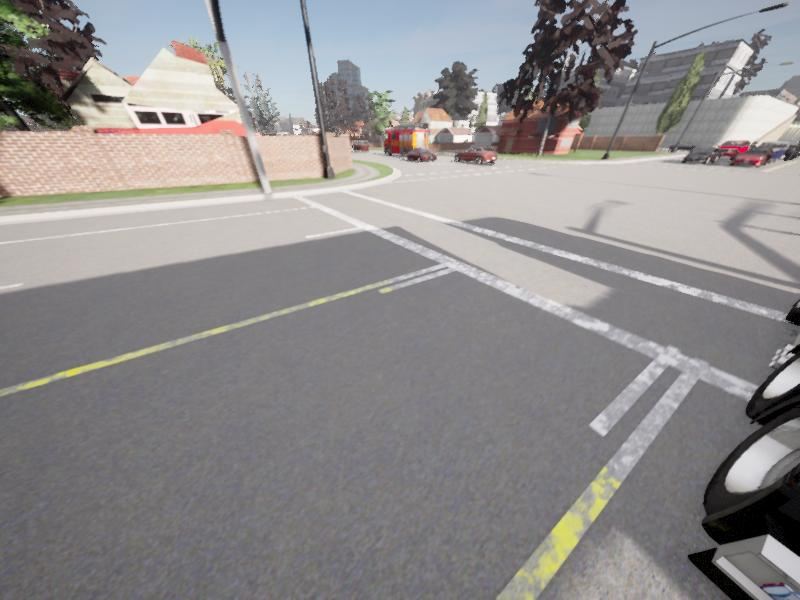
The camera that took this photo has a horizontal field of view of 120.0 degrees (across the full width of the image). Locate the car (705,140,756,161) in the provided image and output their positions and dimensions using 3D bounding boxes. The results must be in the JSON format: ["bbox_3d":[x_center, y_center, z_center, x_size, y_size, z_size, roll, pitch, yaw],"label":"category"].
[{"bbox_3d":[41.288,-18.755,28.876,5.566,2.045,2.150,-18,39,-24],"label":"car"}]

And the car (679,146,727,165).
[{"bbox_3d":[32.754,-15.643,24.969,4.892,1.490,1.837,-19,39,-25],"label":"car"}]

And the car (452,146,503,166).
[{"bbox_3d":[8.413,-16.046,25.593,2.152,1.651,5.027,-20,39,-25],"label":"car"}]

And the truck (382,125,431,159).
[{"bbox_3d":[0.721,-23.918,34.936,2.891,3.827,8.468,-20,39,-25],"label":"truck"}]

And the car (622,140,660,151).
[{"bbox_3d":[49.403,-31.726,47.467,1.932,1.855,4.605,-19,39,-25],"label":"car"}]

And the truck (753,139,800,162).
[{"bbox_3d":[46.229,-18.118,27.886,6.274,2.098,2.390,-18,39,-24],"label":"truck"}]

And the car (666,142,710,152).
[{"bbox_3d":[55.588,-29.607,44.722,2.128,1.511,4.902,-19,39,-25],"label":"car"}]

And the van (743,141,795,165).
[{"bbox_3d":[39.589,-15.854,24.801,4.442,1.987,1.775,-19,39,-25],"label":"van"}]

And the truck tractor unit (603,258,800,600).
[{"bbox_3d":[5.099,-0.312,0.798,6.516,4.208,3.053,-19,39,-25],"label":"truck tractor unit"}]

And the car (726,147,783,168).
[{"bbox_3d":[34.343,-13.864,22.395,4.514,1.525,2.007,-19,39,-25],"label":"car"}]

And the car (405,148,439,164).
[{"bbox_3d":[2.560,-17.502,27.918,1.994,1.385,4.181,-20,40,-26],"label":"car"}]
